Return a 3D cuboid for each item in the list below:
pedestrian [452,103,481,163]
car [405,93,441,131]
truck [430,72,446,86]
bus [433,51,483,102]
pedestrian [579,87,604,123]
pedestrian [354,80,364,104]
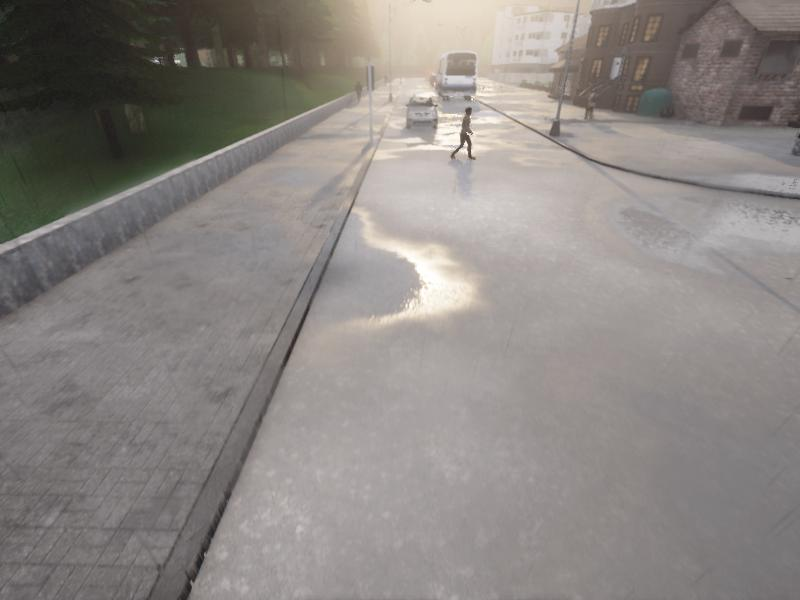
[{"bbox_3d":[2.366,-5.967,14.317,0.751,1.860,0.751,8,31,14],"label":"pedestrian"},{"bbox_3d":[1.229,-10.865,22.992,1.851,1.617,3.988,1,30,1],"label":"car"},{"bbox_3d":[6.755,-39.496,71.469,2.390,2.098,6.274,1,30,1],"label":"truck"},{"bbox_3d":[5.770,-23.760,42.429,3.944,4.253,10.273,1,30,1],"label":"bus"},{"bbox_3d":[11.239,-11.475,23.520,0.751,1.860,0.751,2,30,4],"label":"pedestrian"},{"bbox_3d":[-3.665,-18.575,35.669,0.751,1.860,0.751,1,30,2],"label":"pedestrian"}]
